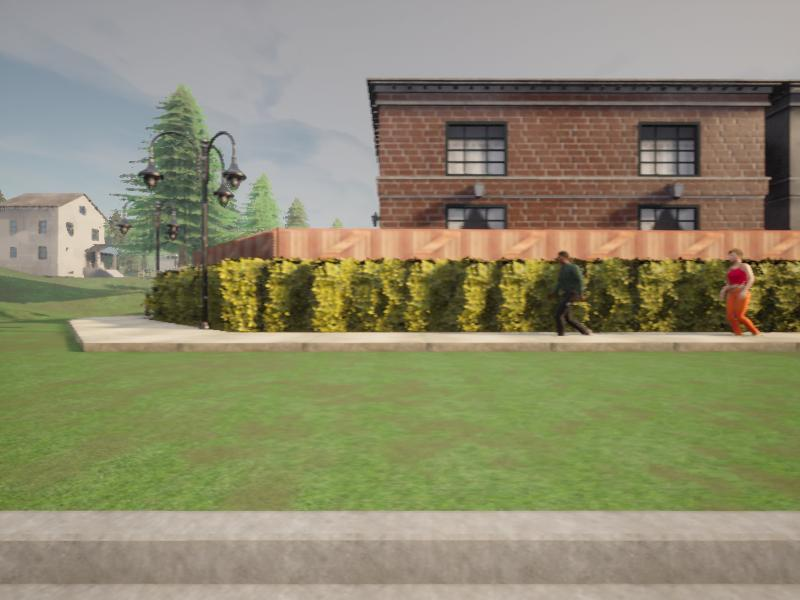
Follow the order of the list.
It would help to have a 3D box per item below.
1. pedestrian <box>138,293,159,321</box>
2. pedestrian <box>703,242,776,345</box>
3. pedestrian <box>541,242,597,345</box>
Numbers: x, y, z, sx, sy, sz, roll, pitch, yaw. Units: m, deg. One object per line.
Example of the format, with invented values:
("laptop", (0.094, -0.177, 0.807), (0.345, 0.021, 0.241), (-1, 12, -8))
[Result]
("pedestrian", (-10.033, 0.265, 15.971), (0.500, 1.100, 0.500), (0, 0, 7))
("pedestrian", (6.440, -0.115, 7.626), (0.751, 1.860, 0.751), (0, 0, -1))
("pedestrian", (3.200, -0.115, 7.637), (0.751, 1.860, 0.751), (0, 0, 0))
